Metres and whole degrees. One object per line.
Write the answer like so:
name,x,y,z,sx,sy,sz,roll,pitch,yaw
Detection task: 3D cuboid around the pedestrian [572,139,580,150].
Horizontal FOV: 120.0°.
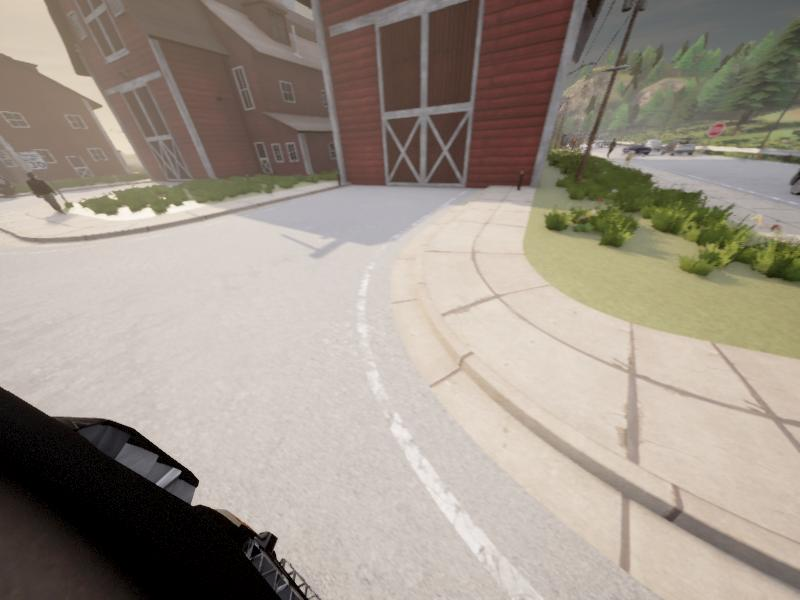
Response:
pedestrian,34.664,-30.594,45.488,0.751,1.860,0.751,12,36,21

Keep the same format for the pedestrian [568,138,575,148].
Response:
pedestrian,40.034,-36.747,54.030,0.751,1.860,0.751,15,38,25

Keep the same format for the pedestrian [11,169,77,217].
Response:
pedestrian,-15.849,-4.783,10.341,0.751,1.860,0.751,17,39,27

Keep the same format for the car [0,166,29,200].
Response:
car,-31.237,-8.251,16.736,3.866,1.878,1.905,-12,40,-11

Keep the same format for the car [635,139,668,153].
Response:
car,35.657,-22.002,32.944,1.812,1.442,4.674,14,37,24

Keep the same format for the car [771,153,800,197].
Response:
car,15.144,-3.721,6.925,1.930,1.638,5.238,14,37,24

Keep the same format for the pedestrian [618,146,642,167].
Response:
pedestrian,17.326,-10.829,17.407,0.751,1.300,0.751,16,38,26

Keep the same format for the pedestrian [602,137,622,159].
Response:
pedestrian,21.304,-15.288,23.284,0.751,1.860,0.751,13,37,22

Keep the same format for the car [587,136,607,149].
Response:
car,42.894,-34.422,50.479,2.150,2.045,5.566,14,37,24

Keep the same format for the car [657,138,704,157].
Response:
car,31.154,-17.116,25.816,1.851,1.617,3.988,14,37,24

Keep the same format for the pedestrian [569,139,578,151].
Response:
pedestrian,32.745,-29.229,43.590,0.751,1.860,0.751,14,37,24

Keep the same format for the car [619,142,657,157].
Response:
car,28.232,-17.967,27.596,1.895,1.301,4.718,14,37,24
